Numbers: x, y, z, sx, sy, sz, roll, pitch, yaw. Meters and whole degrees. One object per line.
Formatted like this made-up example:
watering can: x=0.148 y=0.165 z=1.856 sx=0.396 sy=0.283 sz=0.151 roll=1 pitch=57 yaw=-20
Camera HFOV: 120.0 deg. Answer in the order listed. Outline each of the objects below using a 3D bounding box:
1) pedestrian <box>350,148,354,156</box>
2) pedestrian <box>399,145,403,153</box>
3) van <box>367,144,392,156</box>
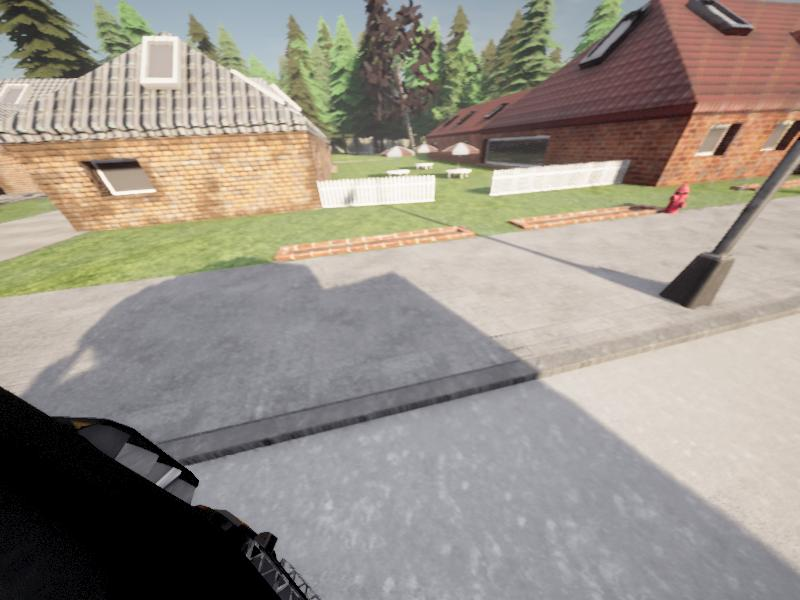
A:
pedestrian: x=-12.706 y=-38.990 z=60.790 sx=0.751 sy=1.860 sz=0.751 roll=-5 pitch=34 yaw=-3
pedestrian: x=0.402 y=-41.790 z=63.901 sx=0.751 sy=1.860 sz=0.751 roll=-22 pitch=38 yaw=-26
van: x=-5.793 y=-42.544 z=65.616 sx=6.366 sy=2.431 sz=2.351 roll=-9 pitch=35 yaw=-9
